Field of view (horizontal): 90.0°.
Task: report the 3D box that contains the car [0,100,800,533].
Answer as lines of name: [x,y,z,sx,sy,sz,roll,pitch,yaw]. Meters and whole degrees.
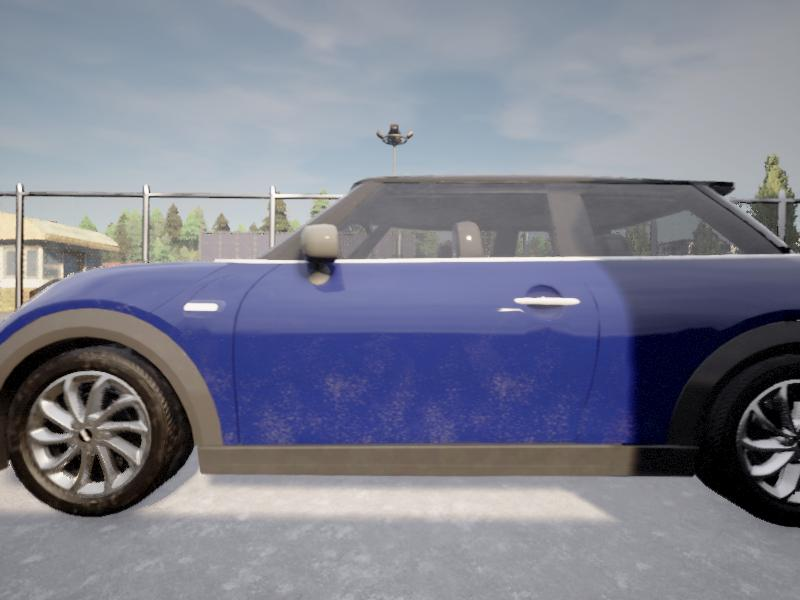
car: [0.091,0.064,2.711,4.553,1.767,2.097,1,0,0]

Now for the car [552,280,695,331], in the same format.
car: [7.262,0.178,13.276,3.705,1.547,1.789,1,0,0]
